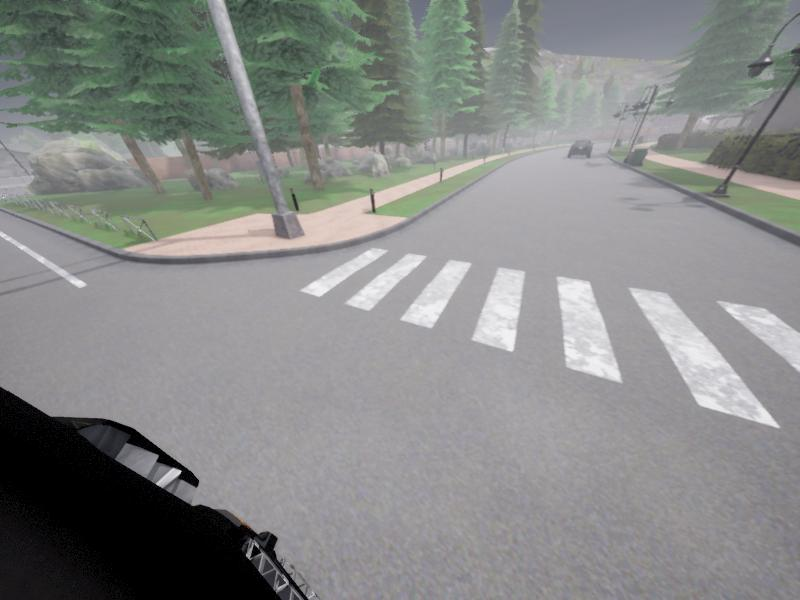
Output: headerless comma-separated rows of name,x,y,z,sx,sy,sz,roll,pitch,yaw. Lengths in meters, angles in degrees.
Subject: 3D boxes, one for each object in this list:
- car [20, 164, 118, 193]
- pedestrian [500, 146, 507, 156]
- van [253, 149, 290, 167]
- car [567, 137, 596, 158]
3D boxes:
car,-35.840,-13.408,25.303,2.150,2.045,5.566,15,38,26
pedestrian,14.543,-20.947,32.488,0.500,1.100,0.500,27,45,37
van,-25.769,-28.749,46.651,1.988,2.561,5.915,14,38,24
car,20.879,-17.552,26.596,2.097,1.767,4.553,18,40,29
